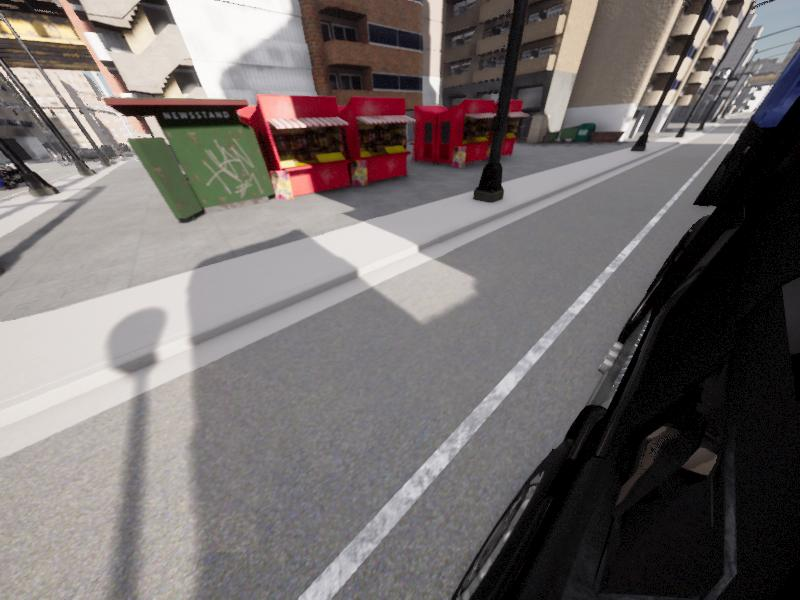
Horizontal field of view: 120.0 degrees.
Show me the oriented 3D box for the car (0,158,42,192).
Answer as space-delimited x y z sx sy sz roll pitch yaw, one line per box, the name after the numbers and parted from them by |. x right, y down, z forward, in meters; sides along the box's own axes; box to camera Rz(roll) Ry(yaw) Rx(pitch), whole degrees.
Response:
-25.925 -7.901 14.656 2.163 1.488 4.792 -28 44 -29 | car

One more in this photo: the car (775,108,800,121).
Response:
75.397 -35.918 44.750 4.611 1.667 2.242 -30 44 -29 | car

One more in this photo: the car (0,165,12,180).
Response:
-33.653 -9.947 17.938 2.163 1.488 4.792 -28 44 -29 | car

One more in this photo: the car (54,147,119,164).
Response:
-43.358 -20.163 32.155 2.128 1.511 4.902 7 38 14 | car

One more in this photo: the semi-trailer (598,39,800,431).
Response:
8.678 -3.606 4.266 14.254 4.402 2.717 -28 44 -30 | semi-trailer

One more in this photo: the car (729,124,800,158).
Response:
23.777 -10.415 15.038 4.902 1.511 2.128 -28 43 -30 | car

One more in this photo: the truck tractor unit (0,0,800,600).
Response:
2.645 -0.295 0.351 6.516 4.208 3.053 -28 44 -30 | truck tractor unit

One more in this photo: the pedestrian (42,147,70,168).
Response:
-38.918 -16.137 26.166 0.751 1.860 0.751 7 38 14 | pedestrian

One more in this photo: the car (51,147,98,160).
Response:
-56.509 -25.610 40.274 2.038 1.542 4.974 -11 38 -10 | car

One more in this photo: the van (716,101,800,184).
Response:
16.485 -6.890 9.925 6.366 2.431 2.351 -28 44 -31 | van
